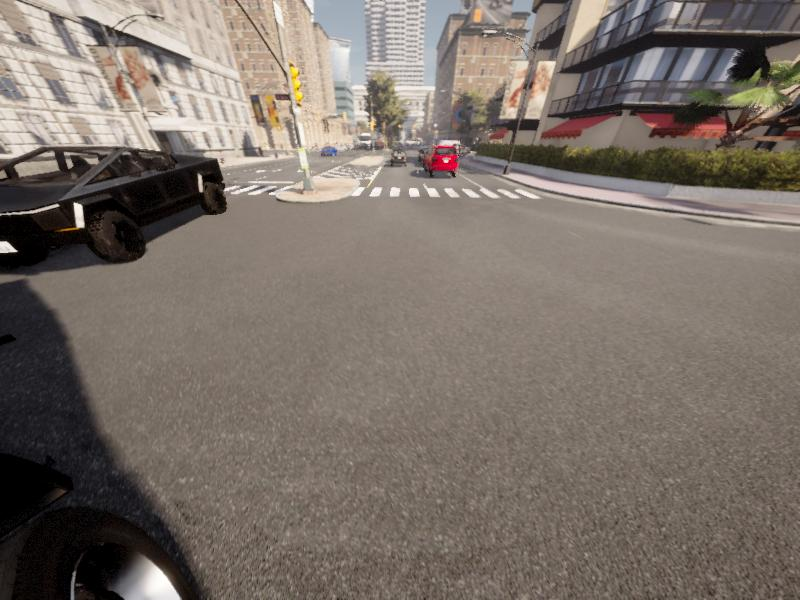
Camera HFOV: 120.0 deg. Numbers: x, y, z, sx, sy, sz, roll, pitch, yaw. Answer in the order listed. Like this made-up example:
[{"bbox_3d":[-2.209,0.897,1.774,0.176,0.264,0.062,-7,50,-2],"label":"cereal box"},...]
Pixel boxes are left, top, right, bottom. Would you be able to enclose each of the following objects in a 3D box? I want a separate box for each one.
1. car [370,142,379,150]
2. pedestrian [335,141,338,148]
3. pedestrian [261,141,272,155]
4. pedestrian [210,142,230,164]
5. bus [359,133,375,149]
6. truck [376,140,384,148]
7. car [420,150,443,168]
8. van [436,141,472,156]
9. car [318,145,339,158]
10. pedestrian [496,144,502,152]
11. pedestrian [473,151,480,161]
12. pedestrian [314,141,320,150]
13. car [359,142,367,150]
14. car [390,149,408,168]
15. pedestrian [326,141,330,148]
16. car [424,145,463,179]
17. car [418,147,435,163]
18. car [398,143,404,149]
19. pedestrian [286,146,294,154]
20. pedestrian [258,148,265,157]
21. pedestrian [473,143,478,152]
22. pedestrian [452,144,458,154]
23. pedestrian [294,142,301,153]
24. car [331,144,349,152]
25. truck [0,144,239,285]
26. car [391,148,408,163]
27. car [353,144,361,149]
[{"bbox_3d":[-7.829,-47.890,71.680,2.150,2.045,5.566,1,35,0],"label":"car"},{"bbox_3d":[-21.325,-52.417,77.826,0.751,1.860,0.751,-1,35,-2],"label":"pedestrian"},{"bbox_3d":[-21.386,-24.286,36.942,0.751,1.860,0.751,15,37,20],"label":"pedestrian"},{"bbox_3d":[-18.025,-14.797,23.221,0.751,1.860,0.751,0,35,-1],"label":"pedestrian"},{"bbox_3d":[-11.148,-54.763,79.641,3.944,4.253,10.273,1,35,0],"label":"bus"},{"bbox_3d":[-7.727,-60.600,89.770,2.627,2.467,5.204,1,35,0],"label":"truck"},{"bbox_3d":[3.415,-15.867,25.853,1.837,1.490,4.892,1,35,0],"label":"car"},{"bbox_3d":[10.614,-29.987,45.699,6.366,2.431,2.351,1,35,0],"label":"van"},{"bbox_3d":[-11.518,-24.331,37.807,1.882,1.535,5.008,1,35,0],"label":"car"},{"bbox_3d":[26.418,-40.791,61.917,0.751,1.860,0.751,-14,37,-20],"label":"pedestrian"},{"bbox_3d":[10.669,-20.114,32.212,0.500,1.100,0.500,0,35,0],"label":"pedestrian"},{"bbox_3d":[-20.940,-38.766,58.122,0.751,1.860,0.751,11,36,14],"label":"pedestrian"},{"bbox_3d":[-11.334,-47.424,71.079,1.905,1.878,3.866,1,35,0],"label":"car"},{"bbox_3d":[-0.087,-15.576,25.306,1.789,1.549,3.705,1,35,0],"label":"car"},{"bbox_3d":[-22.350,-48.395,71.960,0.751,1.860,0.751,-1,35,-3],"label":"pedestrian"},{"bbox_3d":[3.399,-11.713,19.331,2.150,2.045,5.566,1,35,0],"label":"car"},{"bbox_3d":[3.447,-19.501,31.036,1.851,1.617,3.988,1,35,0],"label":"car"},{"bbox_3d":[0.223,-54.569,81.948,2.038,1.542,4.974,1,35,0],"label":"car"},{"bbox_3d":[-21.298,-29.146,44.770,0.751,1.300,0.751,2,35,1],"label":"pedestrian"},{"bbox_3d":[-19.789,-21.135,33.066,0.500,1.100,0.500,-4,35,-7],"label":"pedestrian"},{"bbox_3d":[20.126,-40.593,61.499,0.751,1.860,0.751,0,35,-1],"label":"pedestrian"},{"bbox_3d":[11.983,-33.099,50.708,0.751,1.860,0.751,-6,35,-10],"label":"pedestrian"},{"bbox_3d":[-21.456,-31.902,48.277,0.751,1.860,0.751,2,35,2],"label":"pedestrian"},{"bbox_3d":[-14.174,-35.795,54.418,3.633,1.501,1.845,0,35,0],"label":"car"},{"bbox_3d":[-7.405,-2.943,6.314,2.390,2.098,6.274,-4,35,-7],"label":"truck"},{"bbox_3d":[-0.060,-19.070,30.408,2.007,1.525,4.514,1,35,0],"label":"car"},{"bbox_3d":[-14.543,-52.674,79.140,1.895,1.301,4.718,1,35,0],"label":"car"}]
